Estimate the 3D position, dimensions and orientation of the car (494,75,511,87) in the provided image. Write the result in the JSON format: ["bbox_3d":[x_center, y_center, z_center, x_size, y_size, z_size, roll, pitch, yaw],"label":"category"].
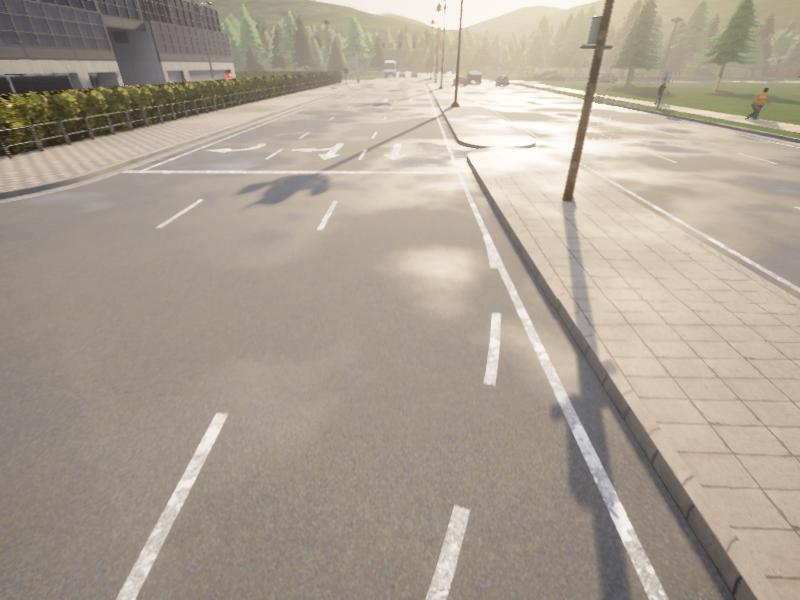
[{"bbox_3d":[17.489,-37.426,68.265,1.851,1.617,3.988,1,30,2],"label":"car"}]

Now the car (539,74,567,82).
[{"bbox_3d":[32.340,-46.917,84.582,4.892,1.490,1.837,1,30,2],"label":"car"}]

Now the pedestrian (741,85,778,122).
[{"bbox_3d":[21.089,-11.531,23.497,0.751,1.860,0.751,2,30,3],"label":"pedestrian"}]

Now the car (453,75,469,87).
[{"bbox_3d":[10.505,-37.787,68.855,2.152,1.651,5.027,1,30,2],"label":"car"}]

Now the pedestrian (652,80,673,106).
[{"bbox_3d":[21.687,-17.156,33.092,0.751,1.860,0.751,2,30,3],"label":"pedestrian"}]

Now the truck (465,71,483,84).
[{"bbox_3d":[14.344,-43.514,78.154,2.390,2.098,6.274,0,30,0],"label":"truck"}]

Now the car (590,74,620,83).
[{"bbox_3d":[41.577,-44.909,81.231,4.902,1.511,2.128,1,30,2],"label":"car"}]
